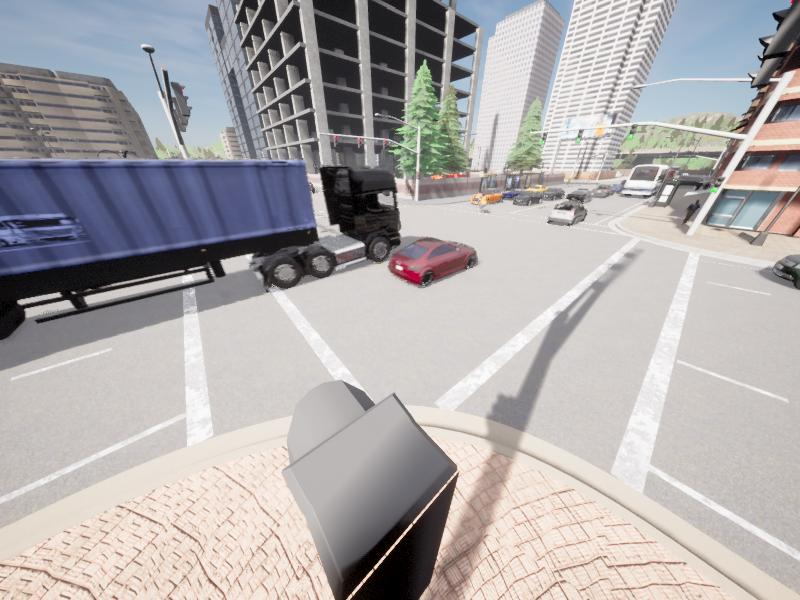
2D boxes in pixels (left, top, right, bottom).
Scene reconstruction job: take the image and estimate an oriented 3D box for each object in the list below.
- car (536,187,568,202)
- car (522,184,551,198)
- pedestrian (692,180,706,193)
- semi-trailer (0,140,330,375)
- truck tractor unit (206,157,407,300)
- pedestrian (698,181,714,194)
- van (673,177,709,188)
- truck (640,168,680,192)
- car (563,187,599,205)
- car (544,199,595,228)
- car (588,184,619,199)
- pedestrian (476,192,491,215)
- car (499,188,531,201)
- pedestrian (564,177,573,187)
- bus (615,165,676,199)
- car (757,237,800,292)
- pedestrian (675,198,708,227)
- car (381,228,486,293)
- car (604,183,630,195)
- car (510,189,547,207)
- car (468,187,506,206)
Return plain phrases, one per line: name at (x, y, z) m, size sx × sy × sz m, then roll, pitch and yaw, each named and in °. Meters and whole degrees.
car at (21.150, -14.728, 32.022) m, size 4.892 × 1.490 × 1.837 m, roll -23°, pitch 37°, yaw -34°
car at (21.384, -17.126, 36.131) m, size 5.008 × 1.535 × 1.882 m, roll -23°, pitch 37°, yaw -34°
pedestrian at (49.863, -18.907, 38.540) m, size 0.751 × 1.860 × 0.751 m, roll -22°, pitch 37°, yaw -33°
semi-trailer at (-9.216, -0.989, 5.293) m, size 14.254 × 4.402 × 2.717 m, roll -23°, pitch 37°, yaw -34°
truck tractor unit at (-3.163, -3.464, 9.750) m, size 6.516 × 4.208 × 3.053 m, roll -23°, pitch 37°, yaw -34°
pedestrian at (48.703, -17.883, 36.766) m, size 0.751 × 1.860 × 0.751 m, roll -23°, pitch 37°, yaw -34°
van at (63.979, -25.903, 50.882) m, size 1.775 × 1.987 × 4.442 m, roll -22°, pitch 37°, yaw -34°
truck at (49.758, -23.084, 44.164) m, size 8.468 × 3.827 × 2.891 m, roll -22°, pitch 37°, yaw -33°
car at (23.163, -13.366, 29.515) m, size 5.238 × 1.638 × 1.930 m, roll -23°, pitch 37°, yaw -33°
car at (13.777, -7.138, 18.745) m, size 3.988 × 1.617 × 1.851 m, roll -22°, pitch 37°, yaw -34°
car at (30.914, -16.608, 35.101) m, size 4.611 × 1.667 × 2.242 m, roll -23°, pitch 37°, yaw -34°
pedestrian at (7.957, -9.216, 22.037) m, size 0.751 × 1.860 × 0.751 m, roll 22°, pitch 36°, yaw 33°
car at (16.067, -14.798, 32.341) m, size 4.718 × 1.301 × 1.895 m, roll -23°, pitch 37°, yaw -34°
pedestrian at (36.946, -25.893, 50.641) m, size 0.751 × 1.860 × 0.751 m, roll -20°, pitch 36°, yaw -31°
bus at (38.395, -18.648, 36.059) m, size 10.273 × 4.253 × 3.944 m, roll -23°, pitch 37°, yaw -34°
car at (16.218, -0.903, 7.905) m, size 3.705 × 1.549 × 1.789 m, roll 21°, pitch 36°, yaw 32°
pedestrian at (21.158, -6.375, 16.835) m, size 0.751 × 1.860 × 0.751 m, roll 23°, pitch 37°, yaw 34°
car at (1.492, -1.903, 9.901) m, size 4.181 × 1.385 × 1.994 m, roll -23°, pitch 37°, yaw -34°
car at (37.523, -19.249, 39.952) m, size 5.357 × 1.411 × 2.033 m, roll -23°, pitch 37°, yaw -34°
car at (15.622, -12.414, 28.014) m, size 4.892 × 1.490 × 1.837 m, roll -23°, pitch 37°, yaw -34°
car at (10.696, -12.768, 28.325) m, size 4.553 × 1.767 × 2.097 m, roll -23°, pitch 37°, yaw -34°
